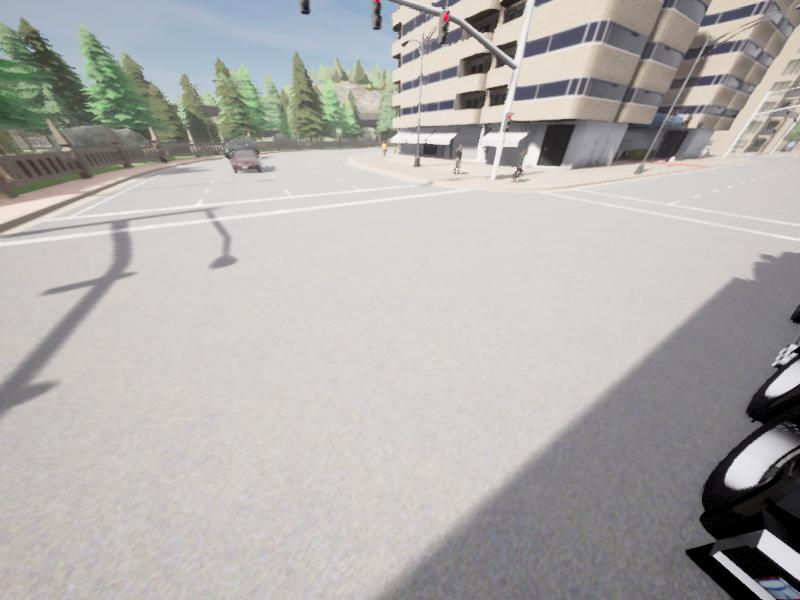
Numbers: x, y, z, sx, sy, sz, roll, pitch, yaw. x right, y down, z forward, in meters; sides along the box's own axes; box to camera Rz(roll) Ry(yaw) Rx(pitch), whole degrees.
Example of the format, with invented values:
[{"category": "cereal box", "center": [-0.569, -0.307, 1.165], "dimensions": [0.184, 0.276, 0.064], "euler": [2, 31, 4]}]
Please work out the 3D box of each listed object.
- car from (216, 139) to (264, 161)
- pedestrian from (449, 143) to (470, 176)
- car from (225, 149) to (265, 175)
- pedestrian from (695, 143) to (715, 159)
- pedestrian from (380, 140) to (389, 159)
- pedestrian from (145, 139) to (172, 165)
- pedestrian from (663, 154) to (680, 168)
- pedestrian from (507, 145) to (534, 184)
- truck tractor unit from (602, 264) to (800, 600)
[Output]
[{"category": "car", "center": [-19.002, -18.163, 27.836], "dimensions": [2.150, 2.045, 5.566], "euler": [-3, 35, -4]}, {"category": "pedestrian", "center": [3.960, -9.421, 15.500], "dimensions": [0.751, 1.860, 0.751], "euler": [-18, 39, -24]}, {"category": "car", "center": [-11.927, -10.896, 18.076], "dimensions": [1.812, 1.442, 4.674], "euler": [-13, 37, -19]}, {"category": "pedestrian", "center": [42.352, -20.659, 32.109], "dimensions": [0.751, 1.860, 0.751], "euler": [-19, 40, -26]}, {"category": "pedestrian", "center": [-1.893, -18.468, 28.335], "dimensions": [0.751, 1.860, 0.751], "euler": [-13, 37, -18]}, {"category": "pedestrian", "center": [-21.012, -12.893, 20.143], "dimensions": [0.751, 1.860, 0.751], "euler": [-8, 36, -12]}, {"category": "pedestrian", "center": [25.578, -13.077, 21.743], "dimensions": [0.500, 1.100, 0.500], "euler": [-18, 39, -24]}, {"category": "pedestrian", "center": [6.808, -7.675, 13.141], "dimensions": [0.751, 1.860, 0.751], "euler": [6, 35, 7]}, {"category": "truck tractor unit", "center": [5.110, -0.303, 0.779], "dimensions": [6.516, 4.208, 3.053], "euler": [-18, 39, -24]}]
